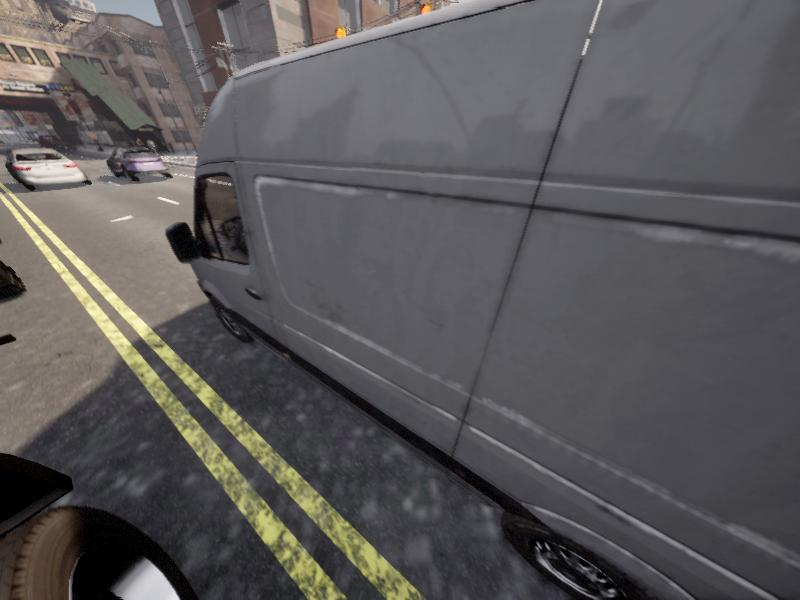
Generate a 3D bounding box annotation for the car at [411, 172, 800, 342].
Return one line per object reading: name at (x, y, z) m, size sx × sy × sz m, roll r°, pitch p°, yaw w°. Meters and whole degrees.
car at (2.674, -1.278, 4.377) m, size 4.514 × 1.525 × 2.007 m, roll 22°, pitch 41°, yaw 27°

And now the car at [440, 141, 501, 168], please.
car at (6.152, -12.979, 20.459) m, size 4.553 × 1.767 × 2.185 m, roll 20°, pitch 40°, yaw 25°

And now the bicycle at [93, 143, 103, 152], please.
bicycle at (-43.222, -21.807, 33.053) m, size 1.643 × 1.024 × 0.373 m, roll 20°, pitch 30°, yaw 25°

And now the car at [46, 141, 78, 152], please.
car at (-53.766, -24.466, 36.753) m, size 4.718 × 1.301 × 1.895 m, roll 20°, pitch 40°, yaw 25°

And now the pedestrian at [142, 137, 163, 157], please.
pedestrian at (-27.357, -16.938, 25.582) m, size 0.751 × 1.860 × 0.751 m, roll 21°, pitch 41°, yaw 27°

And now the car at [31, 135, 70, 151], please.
car at (-60.033, -27.061, 39.724) m, size 5.566 × 2.045 × 2.435 m, roll 20°, pitch 40°, yaw 25°

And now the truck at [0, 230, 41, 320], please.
truck at (-8.987, -1.142, 3.604) m, size 6.274 × 2.098 × 2.390 m, roll 20°, pitch 40°, yaw 26°

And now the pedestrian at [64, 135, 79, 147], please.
pedestrian at (-65.872, -31.900, 46.335) m, size 0.751 × 1.860 × 0.751 m, roll 15°, pitch 38°, yaw 20°

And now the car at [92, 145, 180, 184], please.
car at (-16.307, -8.477, 14.271) m, size 4.856 × 1.649 × 2.033 m, roll 21°, pitch 40°, yaw 26°

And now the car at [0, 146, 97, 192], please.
car at (-18.919, -7.058, 12.218) m, size 4.611 × 1.667 × 2.242 m, roll 20°, pitch 40°, yaw 26°

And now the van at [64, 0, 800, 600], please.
van at (0.032, -0.318, 2.134) m, size 5.915 × 2.561 × 1.988 m, roll 21°, pitch 40°, yaw 27°

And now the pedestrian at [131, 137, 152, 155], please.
pedestrian at (-31.159, -18.586, 27.872) m, size 0.751 × 1.860 × 0.751 m, roll 19°, pitch 39°, yaw 24°
